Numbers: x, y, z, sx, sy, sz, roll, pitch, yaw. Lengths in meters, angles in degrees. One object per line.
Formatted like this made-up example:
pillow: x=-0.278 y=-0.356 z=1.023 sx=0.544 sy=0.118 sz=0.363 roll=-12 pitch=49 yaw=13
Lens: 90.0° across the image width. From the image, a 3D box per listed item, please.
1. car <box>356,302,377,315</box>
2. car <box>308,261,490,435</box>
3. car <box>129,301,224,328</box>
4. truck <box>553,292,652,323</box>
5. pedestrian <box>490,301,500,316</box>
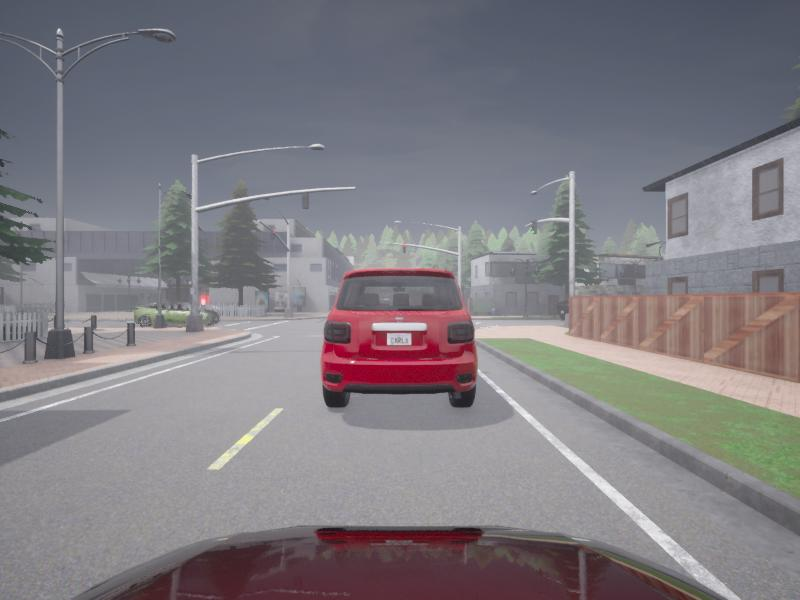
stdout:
car: x=-3.565 y=0.907 z=43.454 sx=1.994 sy=1.385 sz=4.181 roll=0 pitch=0 yaw=0
car: x=-0.013 y=0.568 z=7.496 sx=2.150 sy=2.045 sz=5.566 roll=0 pitch=0 yaw=0
car: x=-13.131 y=0.844 z=23.682 sx=4.514 sy=1.525 sz=2.007 roll=0 pitch=0 yaw=0
truck: x=14.789 y=0.523 z=29.358 sx=6.274 sy=2.098 sz=2.390 roll=0 pitch=0 yaw=-9
pedestrian: x=8.292 y=0.746 z=34.907 sx=0.751 sy=1.300 sz=0.751 roll=0 pitch=0 yaw=1
